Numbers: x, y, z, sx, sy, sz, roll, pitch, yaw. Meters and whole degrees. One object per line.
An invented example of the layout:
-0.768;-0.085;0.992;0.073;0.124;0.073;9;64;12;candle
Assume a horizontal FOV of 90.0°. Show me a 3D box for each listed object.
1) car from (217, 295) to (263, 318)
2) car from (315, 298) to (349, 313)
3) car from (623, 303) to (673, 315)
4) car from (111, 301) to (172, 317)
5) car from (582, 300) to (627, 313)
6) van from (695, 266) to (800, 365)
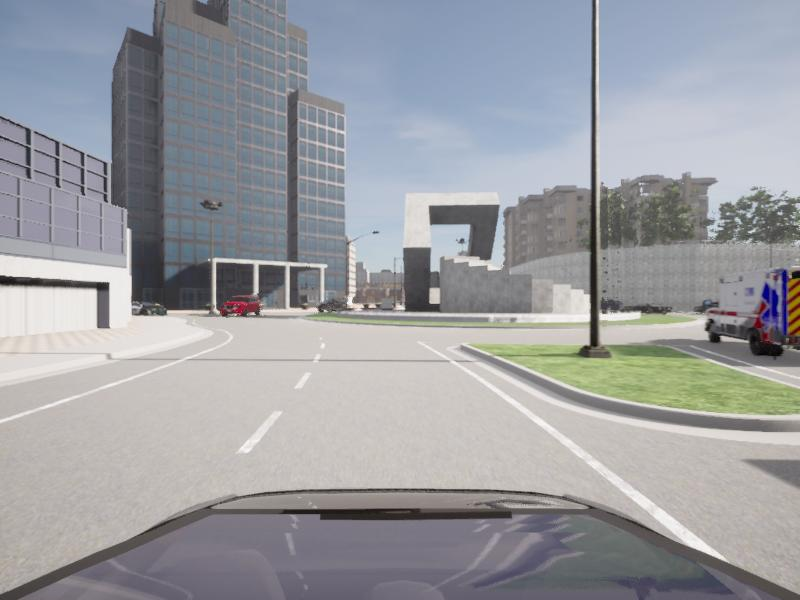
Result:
-15.296;0.583;38.636;2.150;2.045;5.566;0;1;1;car
-8.415;0.667;49.815;1.905;1.878;3.866;0;0;36;car
27.221;0.948;44.175;1.895;1.301;4.718;0;0;-13;car
-25.168;0.851;38.992;4.974;1.542;2.038;0;0;13;car
26.712;0.786;52.456;2.033;1.649;4.856;0;0;-33;car
11.728;0.378;12.470;2.351;2.431;6.366;0;0;20;van
